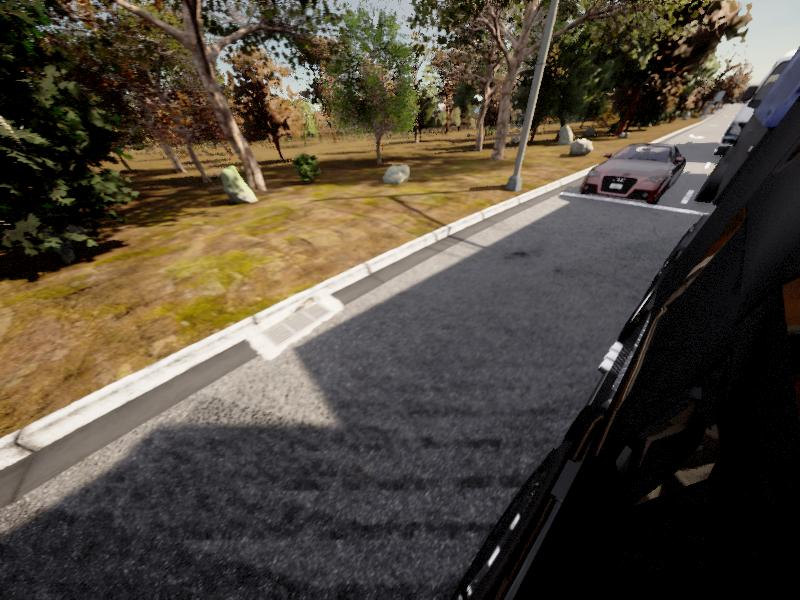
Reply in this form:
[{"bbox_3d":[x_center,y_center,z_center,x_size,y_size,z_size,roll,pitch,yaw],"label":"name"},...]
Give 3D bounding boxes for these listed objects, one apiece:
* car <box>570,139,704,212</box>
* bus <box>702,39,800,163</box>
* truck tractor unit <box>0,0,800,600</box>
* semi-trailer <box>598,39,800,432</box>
[{"bbox_3d":[7.851,-4.323,7.645,4.181,1.385,1.994,-29,45,-30],"label":"car"},{"bbox_3d":[21.354,-10.645,12.570,10.273,4.253,3.944,-30,45,-31],"label":"bus"},{"bbox_3d":[2.645,-0.295,0.351,6.516,4.208,3.053,-28,44,-30],"label":"truck tractor unit"},{"bbox_3d":[8.662,-3.657,4.221,14.254,4.402,2.717,-29,45,-30],"label":"semi-trailer"}]
